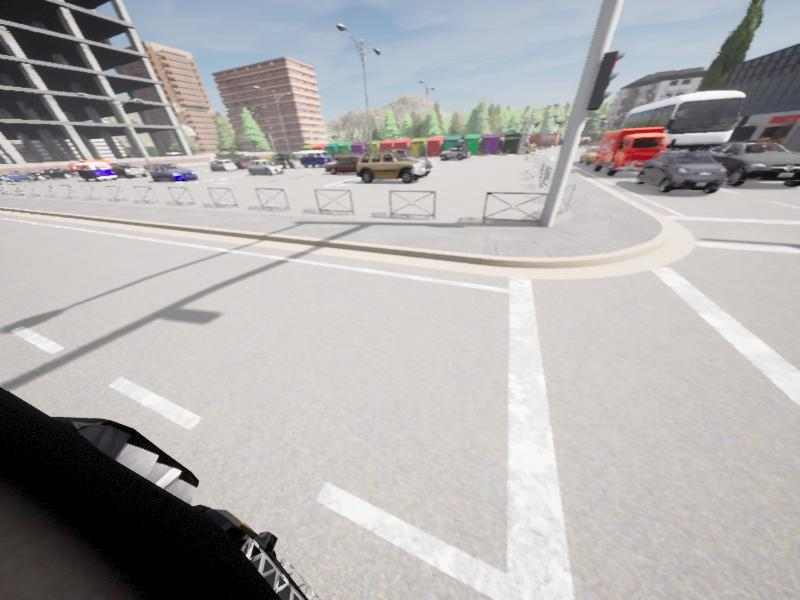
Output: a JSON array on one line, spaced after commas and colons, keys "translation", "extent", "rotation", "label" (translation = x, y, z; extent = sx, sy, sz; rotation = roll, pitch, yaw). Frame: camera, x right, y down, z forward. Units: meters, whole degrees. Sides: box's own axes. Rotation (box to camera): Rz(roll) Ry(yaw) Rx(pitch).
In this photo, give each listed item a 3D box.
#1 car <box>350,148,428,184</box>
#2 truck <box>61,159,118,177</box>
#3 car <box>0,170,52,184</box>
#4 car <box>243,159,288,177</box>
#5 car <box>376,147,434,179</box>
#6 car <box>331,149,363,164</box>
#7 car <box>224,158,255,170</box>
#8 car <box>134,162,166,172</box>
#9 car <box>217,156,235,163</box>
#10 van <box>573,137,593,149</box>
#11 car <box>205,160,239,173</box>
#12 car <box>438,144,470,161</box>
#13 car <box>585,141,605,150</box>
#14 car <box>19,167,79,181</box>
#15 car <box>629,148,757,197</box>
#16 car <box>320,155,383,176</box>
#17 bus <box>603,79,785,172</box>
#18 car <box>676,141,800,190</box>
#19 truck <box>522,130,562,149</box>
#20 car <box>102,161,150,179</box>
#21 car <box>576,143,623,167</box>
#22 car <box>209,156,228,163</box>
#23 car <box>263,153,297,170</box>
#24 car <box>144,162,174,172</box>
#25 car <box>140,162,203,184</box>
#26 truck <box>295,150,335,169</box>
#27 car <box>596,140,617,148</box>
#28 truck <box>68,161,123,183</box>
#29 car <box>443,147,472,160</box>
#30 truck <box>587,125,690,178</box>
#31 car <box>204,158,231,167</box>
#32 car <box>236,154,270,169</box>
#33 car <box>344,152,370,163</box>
[{"translation": [-0.682, -8.839, 15.304], "extent": [4.605, 1.855, 1.932], "rotation": [10, 36, 19], "label": "car"}, {"translation": [-57.696, -24.633, 43.129], "extent": [2.627, 2.467, 5.204], "rotation": [10, 36, 19], "label": "truck"}, {"translation": [-60.718, -19.754, 36.915], "extent": [2.033, 1.411, 5.357], "rotation": [10, 36, 19], "label": "car"}, {"translation": [-14.802, -14.555, 25.432], "extent": [3.806, 1.475, 1.970], "rotation": [10, 36, 19], "label": "car"}, {"translation": [0.430, -10.357, 17.503], "extent": [3.866, 1.878, 1.905], "rotation": [10, 36, 19], "label": "car"}, {"translation": [-8.701, -23.703, 38.265], "extent": [4.605, 1.855, 1.932], "rotation": [10, 36, 19], "label": "car"}, {"translation": [-25.662, -21.725, 36.997], "extent": [3.905, 1.438, 1.784], "rotation": [10, 36, 19], "label": "car"}, {"translation": [-54.415, -29.016, 50.352], "extent": [1.816, 1.474, 4.193], "rotation": [10, 36, 19], "label": "car"}, {"translation": [-58.197, -46.937, 77.279], "extent": [1.851, 1.617, 3.988], "rotation": [10, 36, 19], "label": "car"}, {"translation": [42.299, -36.367, 53.456], "extent": [2.069, 2.038, 4.480], "rotation": [9, 35, 17], "label": "van"}, {"translation": [-26.722, -20.169, 34.798], "extent": [3.806, 1.475, 1.970], "rotation": [10, 36, 19], "label": "car"}, {"translation": [7.589, -20.736, 32.540], "extent": [3.866, 1.878, 1.905], "rotation": [10, 36, 19], "label": "car"}, {"translation": [37.931, -30.123, 45.082], "extent": [1.895, 1.301, 4.718], "rotation": [11, 36, 20], "label": "car"}, {"translation": [-56.651, -20.476, 37.437], "extent": [1.837, 1.490, 4.892], "rotation": [10, 36, 19], "label": "car"}, {"translation": [12.369, -5.722, 10.197], "extent": [1.845, 1.501, 3.633], "rotation": [11, 36, 20], "label": "car"}, {"translation": [-4.551, -12.693, 21.823], "extent": [5.357, 1.415, 2.033], "rotation": [10, 36, 19], "label": "car"}, {"translation": [20.568, -12.917, 17.912], "extent": [3.944, 4.253, 10.273], "rotation": [11, 36, 20], "label": "bus"}, {"translation": [16.690, -6.679, 11.216], "extent": [2.152, 1.651, 5.027], "rotation": [10, 36, 19], "label": "car"}, {"translation": [39.548, -44.733, 64.618], "extent": [2.891, 3.827, 8.468], "rotation": [-29, 42, -33], "label": "truck"}, {"translation": [-35.849, -16.965, 30.257], "extent": [4.605, 1.855, 1.932], "rotation": [10, 36, 19], "label": "car"}, {"translation": [17.854, -13.222, 20.993], "extent": [1.801, 1.575, 5.366], "rotation": [11, 36, 20], "label": "car"}, {"translation": [-62.124, -48.189, 79.162], "extent": [1.932, 1.855, 4.605], "rotation": [10, 36, 19], "label": "car"}, {"translation": [-17.593, -20.427, 34.041], "extent": [3.866, 1.878, 1.905], "rotation": [10, 36, 19], "label": "car"}, {"translation": [-51.199, -28.328, 49.152], "extent": [1.970, 1.475, 3.806], "rotation": [10, 36, 19], "label": "car"}, {"translation": [-22.849, -12.734, 23.194], "extent": [4.611, 1.667, 2.242], "rotation": [10, 36, 19], "label": "car"}, {"translation": [-11.665, -19.428, 31.902], "extent": [4.478, 2.038, 2.069], "rotation": [10, 36, 19], "label": "truck"}, {"translation": [44.004, -33.362, 49.372], "extent": [2.033, 1.411, 5.357], "rotation": [11, 36, 20], "label": "car"}, {"translation": [-36.849, -15.501, 27.965], "extent": [4.478, 2.038, 2.069], "rotation": [10, 36, 19], "label": "truck"}, {"translation": [8.671, -22.065, 34.886], "extent": [3.806, 1.475, 1.970], "rotation": [10, 36, 19], "label": "car"}, {"translation": [14.936, -9.687, 15.106], "extent": [2.627, 2.467, 5.204], "rotation": [11, 36, 20], "label": "truck"}, {"translation": [-46.516, -35.287, 59.113], "extent": [1.882, 1.535, 5.008], "rotation": [10, 36, 19], "label": "car"}, {"translation": [-24.734, -23.327, 38.951], "extent": [4.605, 1.855, 1.932], "rotation": [10, 36, 19], "label": "car"}, {"translation": [-7.571, -25.048, 40.578], "extent": [3.905, 1.438, 1.784], "rotation": [10, 36, 19], "label": "car"}]
